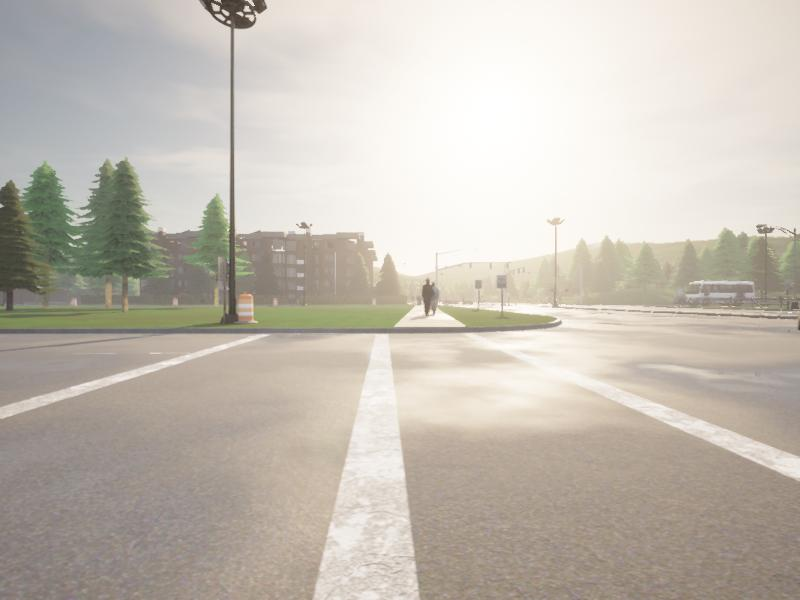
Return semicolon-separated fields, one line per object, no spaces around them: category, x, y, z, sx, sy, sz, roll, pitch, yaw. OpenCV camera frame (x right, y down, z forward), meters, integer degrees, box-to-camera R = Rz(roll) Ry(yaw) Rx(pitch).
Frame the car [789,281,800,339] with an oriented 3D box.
car;12.230;0.262;9.668;3.806;1.475;1.970;0;0;-2

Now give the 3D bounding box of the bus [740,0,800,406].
bus;9.026;-1.125;2.685;10.273;4.253;3.944;0;0;-2

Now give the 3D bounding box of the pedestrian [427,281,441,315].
pedestrian;1.867;-0.114;21.912;0.751;1.860;0.751;0;0;2

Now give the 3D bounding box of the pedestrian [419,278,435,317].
pedestrian;1.304;-0.115;19.134;0.751;1.860;0.751;0;0;5
